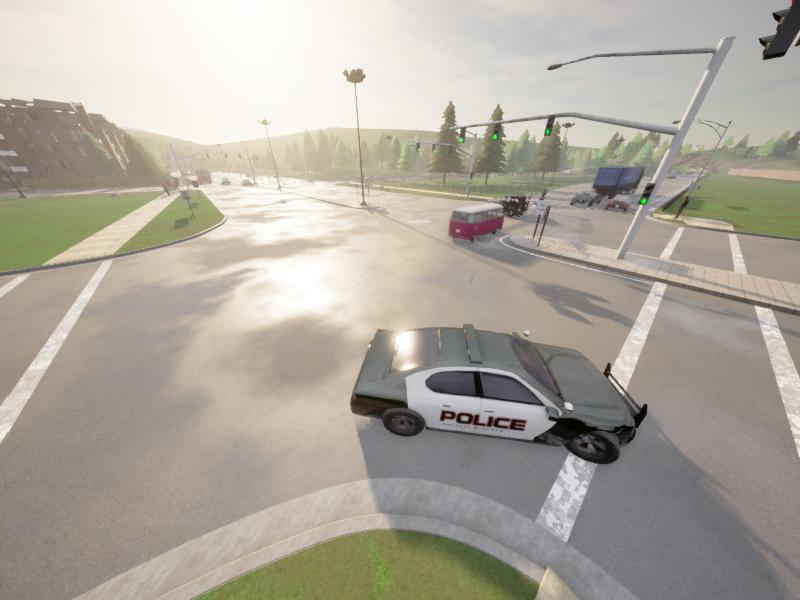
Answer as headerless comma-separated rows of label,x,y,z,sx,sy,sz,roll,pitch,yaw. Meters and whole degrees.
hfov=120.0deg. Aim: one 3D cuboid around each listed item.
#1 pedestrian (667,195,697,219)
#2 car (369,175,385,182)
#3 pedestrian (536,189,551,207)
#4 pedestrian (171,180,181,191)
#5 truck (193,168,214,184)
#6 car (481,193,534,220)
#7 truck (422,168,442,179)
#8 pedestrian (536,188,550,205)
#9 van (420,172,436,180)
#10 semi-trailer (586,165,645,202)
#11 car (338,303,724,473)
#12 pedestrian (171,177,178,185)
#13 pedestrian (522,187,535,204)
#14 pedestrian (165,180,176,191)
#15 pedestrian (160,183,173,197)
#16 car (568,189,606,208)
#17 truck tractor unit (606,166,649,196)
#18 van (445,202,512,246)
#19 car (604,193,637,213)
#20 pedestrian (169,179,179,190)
pedestrian,24.624,-8.105,20.191,0.751,1.860,0.751,-3,30,-5
car,-7.593,-39.704,75.511,4.856,1.649,2.033,-23,37,-34
pedestrian,17.232,-12.319,27.795,0.751,1.860,0.751,-16,34,-25
pedestrian,-44.309,-22.678,45.731,0.751,1.860,0.751,-18,35,-28
truck,-57.448,-36.326,67.451,2.891,3.827,8.468,-23,37,-34
car,10.271,-9.166,22.349,1.905,1.878,3.866,-22,37,-34
truck,12.975,-51.582,93.884,8.468,3.827,2.891,-23,37,-34
pedestrian,18.053,-13.164,29.261,0.751,1.860,0.751,-11,32,-18
van,10.830,-47.789,88.711,6.366,2.431,2.351,-23,37,-34
semi-trailer,33.028,-17.998,35.119,14.254,4.402,2.717,-23,37,-34
car,1.685,1.404,4.403,4.974,1.542,2.038,4,30,6
pedestrian,-56.061,-29.612,57.443,0.751,1.860,0.751,-23,37,-34
pedestrian,16.511,-13.423,29.706,0.751,1.860,0.751,-16,33,-25
pedestrian,-45.043,-22.437,45.319,0.751,1.860,0.751,22,37,34
pedestrian,-35.098,-16.485,34.705,0.751,1.860,0.751,-20,36,-31
car,23.271,-12.666,28.680,5.027,1.651,2.152,-23,37,-34
truck tractor unit,39.063,-20.475,39.603,6.516,4.208,3.053,-23,37,-34
van,5.238,-5.201,15.388,4.442,1.987,1.775,-23,37,-34
car,24.761,-10.941,25.872,4.674,1.442,1.812,-26,38,-37
pedestrian,-46.992,-24.016,48.057,0.751,1.860,0.751,-21,36,-32
